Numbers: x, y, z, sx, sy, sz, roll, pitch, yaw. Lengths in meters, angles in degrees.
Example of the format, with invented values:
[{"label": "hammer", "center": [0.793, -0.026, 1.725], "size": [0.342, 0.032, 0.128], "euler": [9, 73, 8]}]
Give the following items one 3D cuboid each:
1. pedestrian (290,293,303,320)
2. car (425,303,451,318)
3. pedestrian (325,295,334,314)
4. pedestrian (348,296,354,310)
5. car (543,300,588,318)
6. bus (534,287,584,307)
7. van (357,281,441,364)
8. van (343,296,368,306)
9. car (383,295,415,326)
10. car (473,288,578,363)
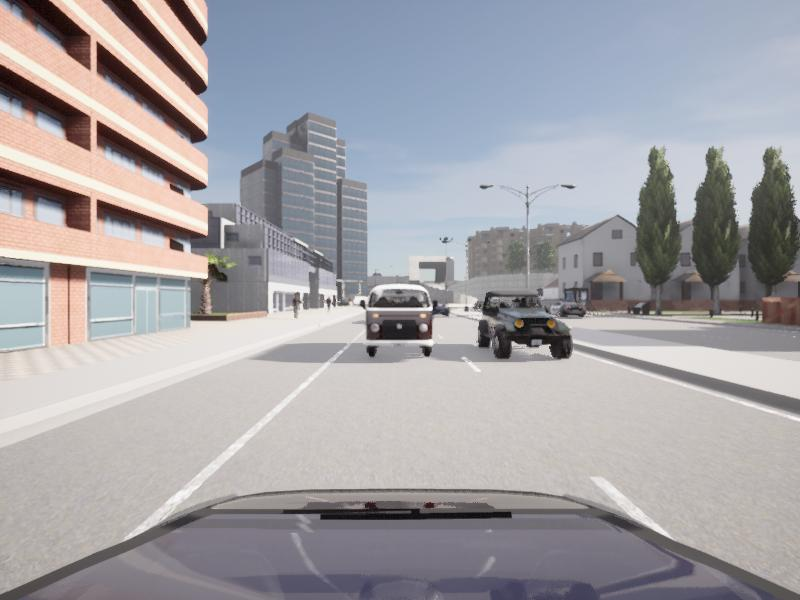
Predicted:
[{"label": "pedestrian", "center": [-7.272, 0.449, 28.048], "size": [0.751, 1.860, 0.751], "euler": [0, 0, -2]}, {"label": "car", "center": [3.422, 0.903, 36.754], "size": [1.895, 1.301, 4.718], "euler": [0, 0, 0]}, {"label": "pedestrian", "center": [-7.172, 0.437, 40.534], "size": [0.751, 1.860, 0.751], "euler": [0, 0, 1]}, {"label": "pedestrian", "center": [-7.024, 0.422, 57.224], "size": [0.751, 1.860, 0.751], "euler": [0, 0, 0]}, {"label": "car", "center": [14.927, 0.787, 36.411], "size": [2.038, 1.542, 4.974], "euler": [0, 0, 0]}, {"label": "bus", "center": [35.147, -0.635, 88.362], "size": [10.273, 4.253, 3.944], "euler": [0, 0, -19]}, {"label": "van", "center": [-0.028, 0.560, 12.048], "size": [2.069, 2.038, 4.480], "euler": [0, 0, 0]}, {"label": "van", "center": [-12.037, 0.256, 107.493], "size": [6.366, 2.431, 2.351], "euler": [0, 0, -37]}, {"label": "car", "center": [-0.054, 0.623, 26.536], "size": [1.932, 1.855, 4.605], "euler": [0, 0, 0]}, {"label": "car", "center": [3.474, 0.632, 11.891], "size": [1.905, 1.878, 3.866], "euler": [0, 0, 0]}]
